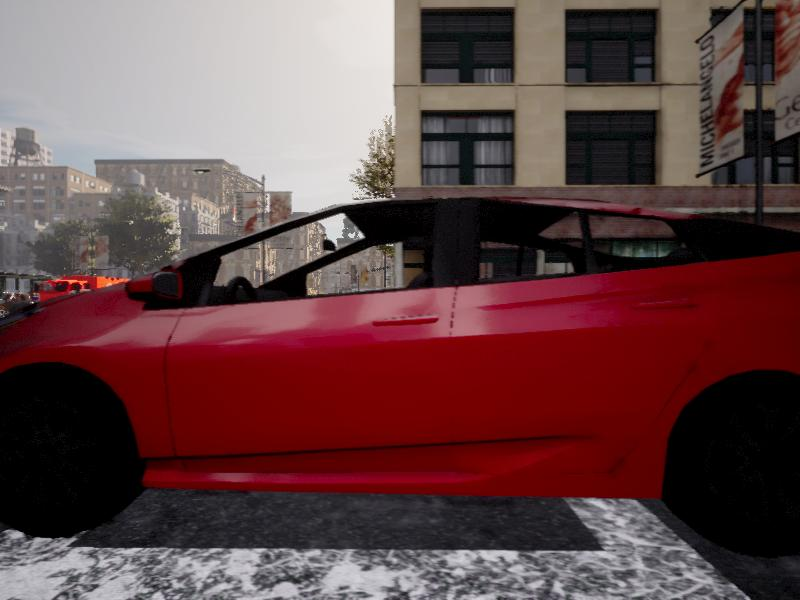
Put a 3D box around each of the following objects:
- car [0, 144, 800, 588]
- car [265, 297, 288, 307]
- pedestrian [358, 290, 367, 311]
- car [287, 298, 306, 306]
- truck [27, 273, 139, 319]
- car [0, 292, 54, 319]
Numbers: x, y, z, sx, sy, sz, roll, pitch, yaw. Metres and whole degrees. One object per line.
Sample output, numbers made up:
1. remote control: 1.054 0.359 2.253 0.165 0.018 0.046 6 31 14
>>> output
1. car: 0.032 0.229 2.462 4.514 1.525 2.007 0 0 4
2. car: -18.298 0.266 59.462 2.007 1.525 4.514 0 0 1
3. pedestrian: -3.337 0.044 35.825 0.751 1.860 0.751 0 0 -3
4. car: -18.020 0.333 69.904 1.970 1.475 3.806 0 0 4
5. truck: -18.727 -0.202 24.074 2.627 2.467 5.204 0 0 0
6. car: -22.233 0.299 22.673 1.970 1.475 3.806 0 0 1
